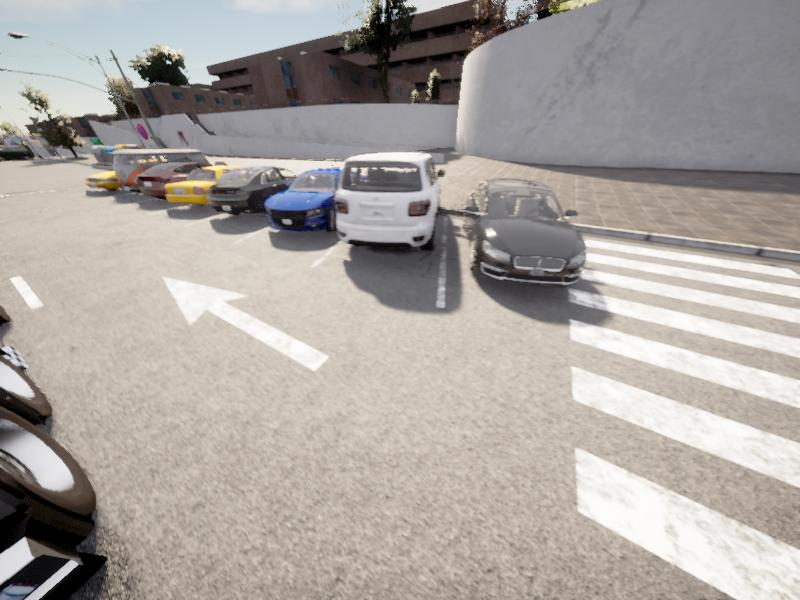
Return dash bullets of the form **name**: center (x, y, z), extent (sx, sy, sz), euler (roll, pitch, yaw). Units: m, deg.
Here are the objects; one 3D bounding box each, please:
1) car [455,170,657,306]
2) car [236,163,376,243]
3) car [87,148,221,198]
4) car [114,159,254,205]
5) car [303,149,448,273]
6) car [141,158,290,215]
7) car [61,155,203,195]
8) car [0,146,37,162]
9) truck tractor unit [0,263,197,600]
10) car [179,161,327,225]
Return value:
- **car**: center (2.612, -2.001, 5.535), extent (2.231, 1.521, 4.892), euler (6, 35, 8)
- **car**: center (-2.557, -3.676, 8.000), extent (2.097, 1.535, 5.008), euler (6, 35, 8)
- **car**: center (-12.910, -7.128, 12.724), extent (1.878, 1.987, 4.442), euler (6, 34, 8)
- **car**: center (-10.308, -6.166, 11.749), extent (2.163, 1.488, 4.792), euler (5, 34, 8)
- **car**: center (0.021, -3.063, 6.646), extent (2.435, 2.045, 5.566), euler (5, 34, 8)
- **car**: center (-7.697, -5.447, 10.620), extent (1.946, 1.575, 5.366), euler (5, 34, 8)
- **car**: center (-15.504, -7.738, 14.031), extent (1.946, 1.575, 5.366), euler (6, 34, 8)
- **car**: center (-60.772, -22.595, 35.629), extent (1.878, 1.987, 4.442), euler (5, 34, 9)
- **truck tractor unit**: center (-5.117, -0.292, 0.792), extent (6.516, 4.208, 3.053), euler (18, 39, 24)
- **car**: center (-5.148, -4.504, 9.230), extent (2.231, 1.521, 4.892), euler (5, 34, 8)
